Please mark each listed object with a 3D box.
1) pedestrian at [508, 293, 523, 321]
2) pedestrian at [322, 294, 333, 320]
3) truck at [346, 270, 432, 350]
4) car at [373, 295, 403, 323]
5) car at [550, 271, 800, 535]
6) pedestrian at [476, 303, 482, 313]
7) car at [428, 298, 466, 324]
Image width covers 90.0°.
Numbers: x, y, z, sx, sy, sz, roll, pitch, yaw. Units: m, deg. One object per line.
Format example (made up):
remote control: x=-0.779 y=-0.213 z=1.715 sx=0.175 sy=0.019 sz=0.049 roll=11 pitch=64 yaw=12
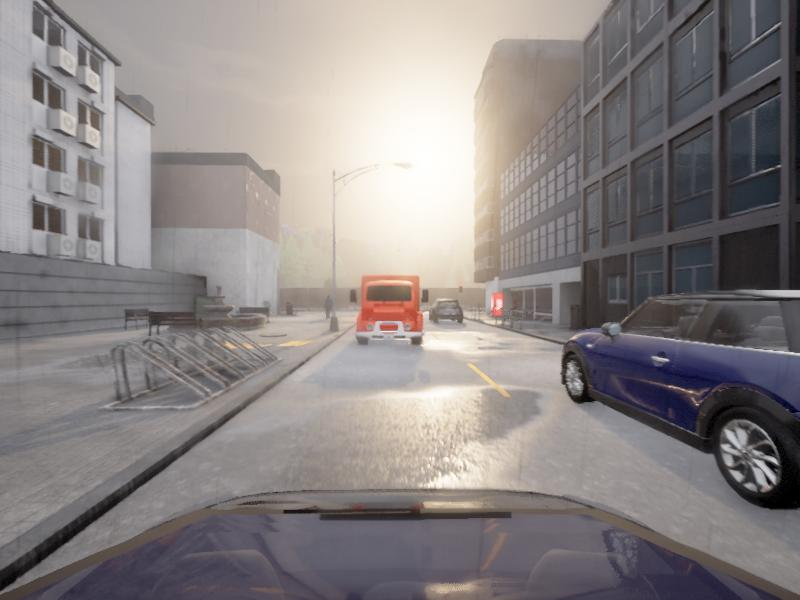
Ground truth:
pedestrian: x=8.013 y=0.472 z=27.782 sx=0.751 sy=1.860 sz=0.751 roll=0 pitch=0 yaw=-17
pedestrian: x=-5.263 y=0.469 z=29.063 sx=0.751 sy=1.860 sz=0.751 roll=0 pitch=0 yaw=-5
truck: x=-0.342 y=0.330 z=14.870 sx=2.627 sy=2.467 sz=5.204 roll=0 pitch=0 yaw=0
car: x=-0.822 y=0.585 z=27.881 sx=1.905 sy=1.878 sz=3.866 roll=0 pitch=0 yaw=-2
car: x=3.695 y=0.683 z=4.714 sx=2.097 sy=1.767 sz=4.553 roll=0 pitch=0 yaw=-1
pedestrian: x=8.160 y=0.814 z=41.276 sx=0.500 sy=1.100 sz=0.500 roll=0 pitch=0 yaw=-21
car: x=3.132 y=0.715 z=27.688 sx=2.033 sy=1.649 sz=4.856 roll=0 pitch=0 yaw=-1
